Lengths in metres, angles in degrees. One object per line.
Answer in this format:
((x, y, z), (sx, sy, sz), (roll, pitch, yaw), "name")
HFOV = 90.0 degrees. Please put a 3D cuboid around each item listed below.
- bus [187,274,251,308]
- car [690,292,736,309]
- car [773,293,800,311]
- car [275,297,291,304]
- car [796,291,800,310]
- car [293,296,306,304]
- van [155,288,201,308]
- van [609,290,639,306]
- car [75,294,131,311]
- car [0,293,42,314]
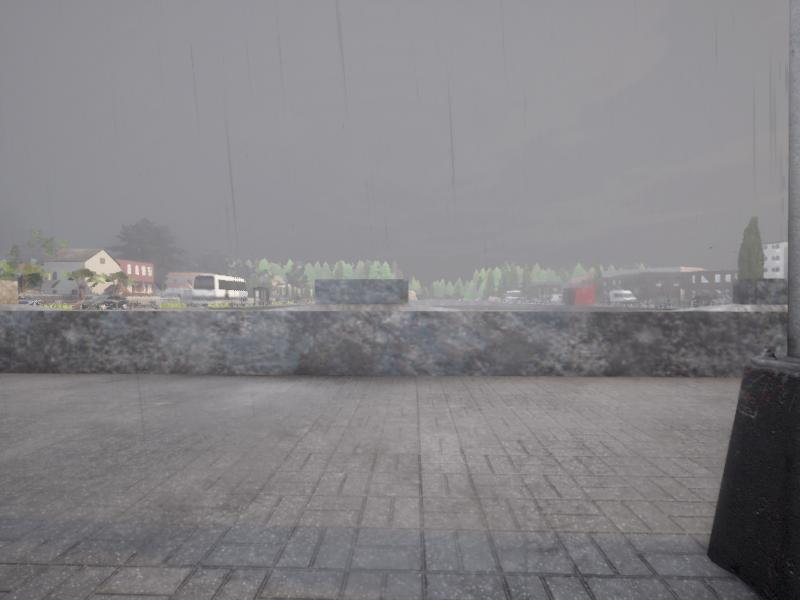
((-24.807, -1.133, 55.750), (3.944, 4.253, 10.273), (0, 0, 2), "bus")
((36.770, 0.054, 47.107), (1.932, 1.855, 4.605), (0, 0, 2), "car")
((36.380, 0.202, 35.428), (1.801, 1.575, 5.366), (0, 0, 2), "car")
((-27.403, 0.168, 93.718), (2.033, 1.649, 4.856), (0, 0, 2), "car")
((40.469, 0.046, 38.056), (1.905, 1.878, 3.866), (0, 0, 2), "car")
((-23.411, 0.056, 93.396), (1.905, 1.878, 3.866), (0, 0, 2), "car")
((-28.806, -0.222, 52.300), (2.351, 2.431, 6.366), (0, 0, 2), "van")
((37.433, -0.300, 67.062), (1.988, 2.561, 5.915), (0, 0, 2), "van")
((-29.232, 0.246, 39.624), (1.837, 1.490, 4.892), (0, 0, 2), "car")
((-29.557, 0.253, 30.027), (1.970, 1.475, 3.806), (0, 0, 2), "car")
